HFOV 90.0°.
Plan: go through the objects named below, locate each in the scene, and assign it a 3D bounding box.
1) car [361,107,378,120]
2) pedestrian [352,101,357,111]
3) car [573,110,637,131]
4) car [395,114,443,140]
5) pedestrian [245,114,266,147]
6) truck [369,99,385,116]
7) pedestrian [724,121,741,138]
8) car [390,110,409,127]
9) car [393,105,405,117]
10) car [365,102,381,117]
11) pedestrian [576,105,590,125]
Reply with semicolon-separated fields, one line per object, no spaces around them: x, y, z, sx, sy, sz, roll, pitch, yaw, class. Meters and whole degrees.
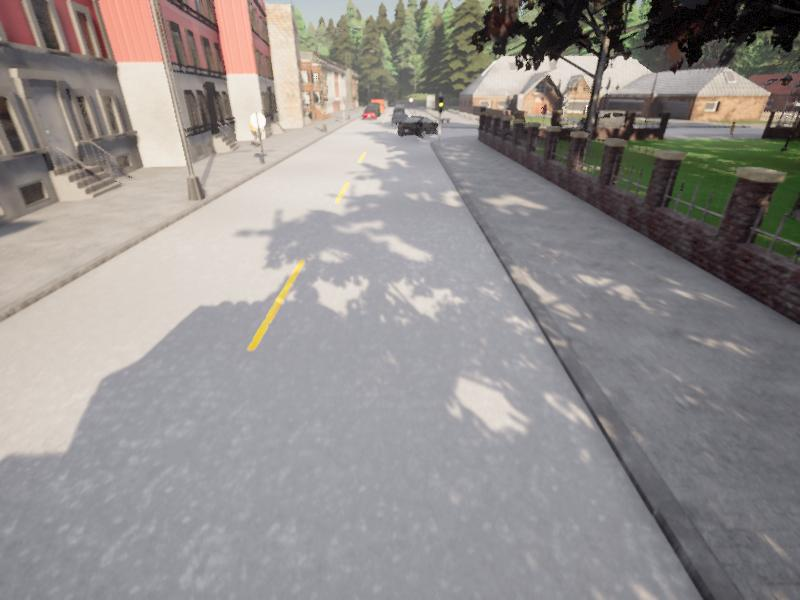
-4.094;-25.667;54.996;2.007;1.525;4.514;0;27;0;car
-9.339;-40.197;82.698;0.751;1.860;0.751;4;27;8;pedestrian
19.092;-16.862;37.483;4.611;1.667;2.242;0;27;1;car
1.635;-13.985;32.180;1.882;1.535;5.008;12;30;25;car
-8.994;-10.565;24.977;0.751;1.860;0.751;0;27;1;pedestrian
-4.100;-34.592;71.827;2.627;2.467;5.204;0;27;0;truck
24.411;-12.541;29.362;0.500;1.100;0.500;0;27;0;pedestrian
-0.077;-20.357;44.763;2.033;1.411;5.357;0;27;0;car
-0.111;-29.753;62.954;1.837;1.490;4.892;0;27;0;car
-4.115;-29.642;62.170;2.150;2.045;5.566;0;27;0;car
19.096;-19.299;41.742;0.751;1.860;0.751;-4;27;-7;pedestrian
